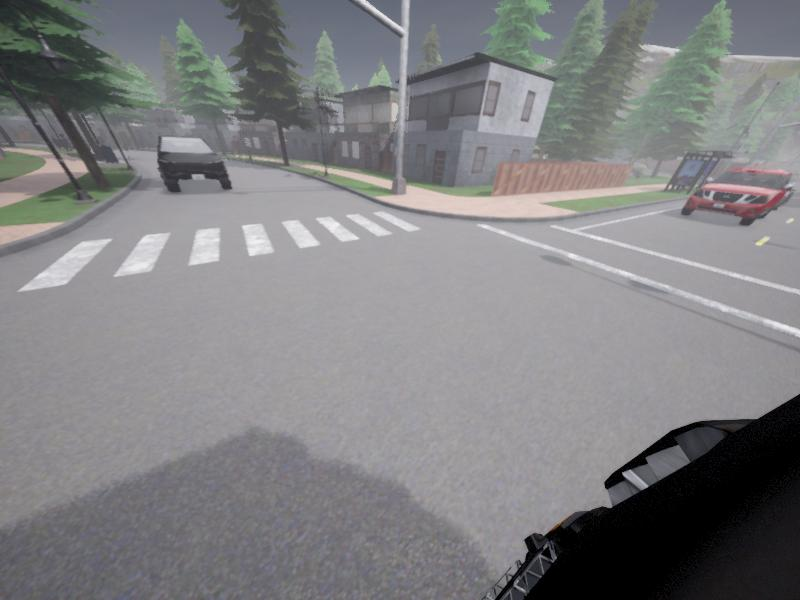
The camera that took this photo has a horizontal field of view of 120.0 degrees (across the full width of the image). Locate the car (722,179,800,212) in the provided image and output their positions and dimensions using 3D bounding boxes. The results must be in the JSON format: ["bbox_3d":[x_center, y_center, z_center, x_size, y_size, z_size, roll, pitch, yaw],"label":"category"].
[{"bbox_3d":[22.685,-6.609,14.395,4.181,1.385,1.994,-16,38,-26],"label":"car"}]

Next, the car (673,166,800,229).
[{"bbox_3d":[15.784,-4.920,10.710,5.566,2.045,2.150,-16,38,-26],"label":"car"}]

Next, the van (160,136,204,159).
[{"bbox_3d":[-24.417,-17.090,25.878,4.442,1.987,1.775,22,38,26],"label":"van"}]

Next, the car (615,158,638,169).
[{"bbox_3d":[50.139,-30.144,51.135,3.866,1.878,1.905,-17,38,-27],"label":"car"}]

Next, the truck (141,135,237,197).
[{"bbox_3d":[-10.522,-6.961,11.649,2.390,2.098,6.274,-22,41,-33],"label":"truck"}]

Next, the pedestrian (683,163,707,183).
[{"bbox_3d":[33.039,-14.244,25.898,0.751,1.860,0.751,-18,39,-29],"label":"pedestrian"}]

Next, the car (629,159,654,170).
[{"bbox_3d":[51.777,-29.009,49.554,4.605,1.855,1.932,-17,38,-27],"label":"car"}]

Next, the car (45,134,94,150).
[{"bbox_3d":[-41.288,-19.720,28.929,3.633,1.501,1.845,11,34,12],"label":"car"}]

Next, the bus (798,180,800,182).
[{"bbox_3d":[73.272,-22.126,39.018,10.273,4.253,3.944,-16,38,-26],"label":"bus"}]
